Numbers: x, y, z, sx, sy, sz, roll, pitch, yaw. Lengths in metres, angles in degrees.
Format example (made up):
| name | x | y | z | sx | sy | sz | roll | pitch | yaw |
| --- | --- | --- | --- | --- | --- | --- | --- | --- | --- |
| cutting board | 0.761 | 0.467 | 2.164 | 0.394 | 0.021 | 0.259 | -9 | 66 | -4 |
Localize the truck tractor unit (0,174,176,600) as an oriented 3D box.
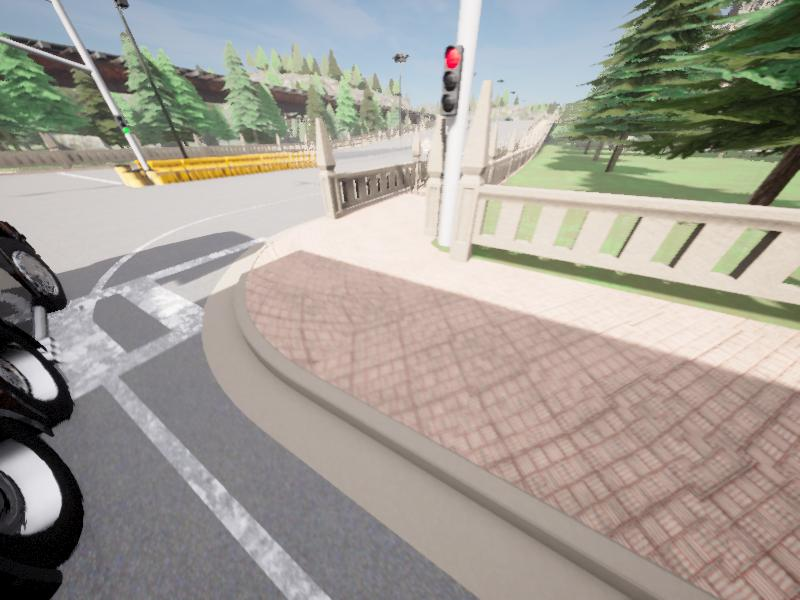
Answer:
| name | x | y | z | sx | sy | sz | roll | pitch | yaw |
| --- | --- | --- | --- | --- | --- | --- | --- | --- | --- |
| truck tractor unit | -4.948 | -0.438 | 0.978 | 6.516 | 4.208 | 3.053 | 25 | 42 | 31 |
